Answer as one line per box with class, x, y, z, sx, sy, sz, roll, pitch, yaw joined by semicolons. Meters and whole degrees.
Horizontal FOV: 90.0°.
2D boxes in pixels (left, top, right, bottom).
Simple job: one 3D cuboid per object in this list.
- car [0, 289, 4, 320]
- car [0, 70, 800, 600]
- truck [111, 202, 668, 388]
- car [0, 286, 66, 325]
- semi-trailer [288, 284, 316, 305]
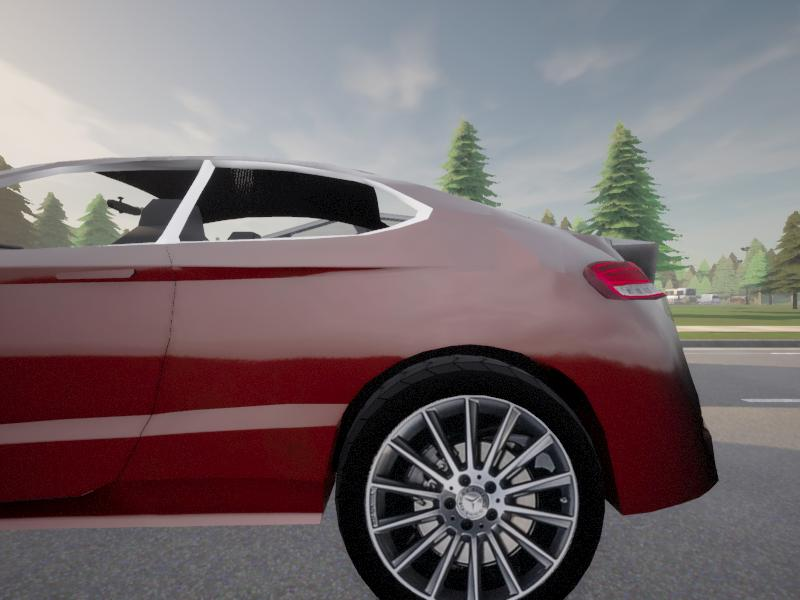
car;-19.930;0.226;16.760;1.837;1.490;4.892;0;0;1
car;-1.307;0.179;2.200;5.027;1.651;2.152;0;0;0
truck;-0.117;-0.058;5.701;6.274;2.098;2.390;0;0;0
car;-16.411;0.222;15.921;2.128;1.511;4.902;0;0;0
semi-trailer;-22.479;-1.236;92.708;2.717;4.402;14.254;0;0;1
